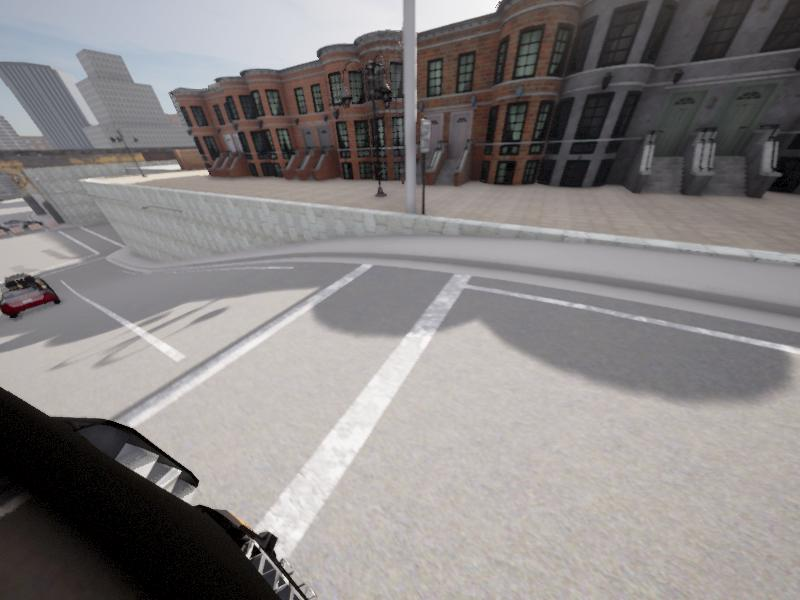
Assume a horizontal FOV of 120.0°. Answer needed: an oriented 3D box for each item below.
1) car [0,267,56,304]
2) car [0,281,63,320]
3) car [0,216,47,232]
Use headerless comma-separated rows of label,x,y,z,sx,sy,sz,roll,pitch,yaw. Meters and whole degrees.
car,-31.614,-1.305,19.464,4.605,1.855,1.932,10,35,30
car,-23.729,-0.097,14.748,4.181,1.385,1.994,4,32,33
car,-68.636,-13.684,41.658,4.974,1.542,2.038,-20,38,-24
